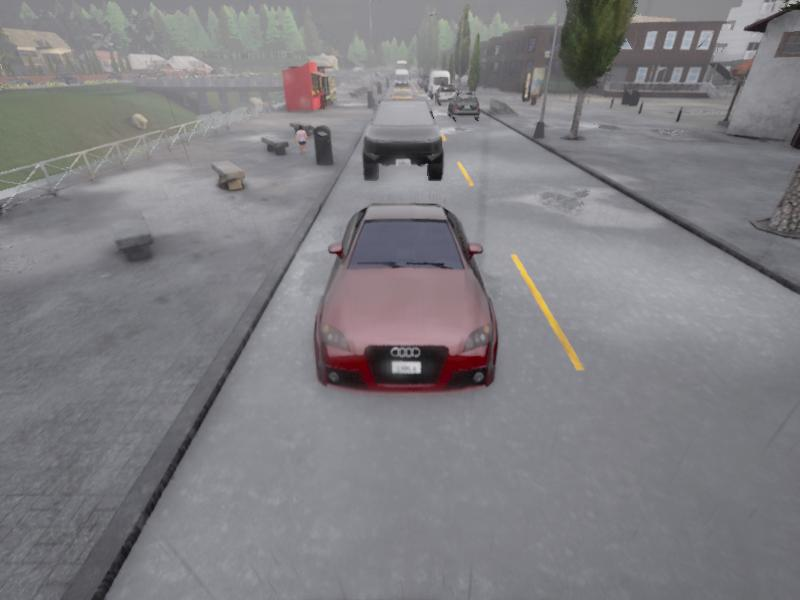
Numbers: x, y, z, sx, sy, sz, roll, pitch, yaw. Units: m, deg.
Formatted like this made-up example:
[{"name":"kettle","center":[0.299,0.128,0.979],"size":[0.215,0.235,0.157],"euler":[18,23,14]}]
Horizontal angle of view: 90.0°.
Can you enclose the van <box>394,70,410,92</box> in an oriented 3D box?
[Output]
[{"name":"van","center":[0.274,-30.815,56.110],"size":[1.988,2.561,5.915],"euler":[0,30,0]}]

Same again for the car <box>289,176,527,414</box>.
[{"name":"car","center":[0.072,-0.503,5.505],"size":[1.994,1.385,4.181],"euler":[0,30,0]}]

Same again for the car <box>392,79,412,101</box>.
[{"name":"car","center":[0.213,-21.529,40.938],"size":[1.932,1.855,4.605],"euler":[0,30,0]}]

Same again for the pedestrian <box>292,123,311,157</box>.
[{"name":"pedestrian","center":[-3.628,-5.899,14.736],"size":[0.500,1.100,0.500],"euler":[-7,31,-12]}]

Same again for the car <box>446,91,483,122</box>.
[{"name":"car","center":[4.154,-12.745,26.246],"size":[1.789,1.549,3.705],"euler":[0,31,0]}]

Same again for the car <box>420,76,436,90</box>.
[{"name":"car","center":[4.301,-33.729,62.127],"size":[2.242,1.667,4.611],"euler":[0,30,0]}]

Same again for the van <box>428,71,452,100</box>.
[{"name":"van","center":[4.223,-23.413,43.503],"size":[1.988,2.561,5.915],"euler":[0,31,0]}]

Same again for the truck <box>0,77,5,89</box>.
[{"name":"truck","center":[-61.409,-31.553,56.129],"size":[2.891,3.827,8.468],"euler":[0,30,0]}]

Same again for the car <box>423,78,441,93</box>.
[{"name":"car","center":[4.266,-28.860,53.697],"size":[2.033,1.649,4.856],"euler":[0,30,0]}]

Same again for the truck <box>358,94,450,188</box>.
[{"name":"truck","center":[0.107,-5.681,13.632],"size":[2.390,2.098,6.274],"euler":[0,30,0]}]

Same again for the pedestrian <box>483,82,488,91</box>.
[{"name":"pedestrian","center":[11.425,-28.550,53.480],"size":[0.500,1.100,0.500],"euler":[1,30,1]}]

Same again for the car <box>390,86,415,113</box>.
[{"name":"car","center":[0.177,-15.938,31.674],"size":[1.801,1.575,5.366],"euler":[0,30,0]}]

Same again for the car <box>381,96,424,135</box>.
[{"name":"car","center":[0.142,-10.276,22.067],"size":[2.128,1.511,4.902],"euler":[0,30,0]}]

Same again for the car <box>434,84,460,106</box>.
[{"name":"car","center":[4.198,-18.564,36.137],"size":[1.851,1.617,3.988],"euler":[0,30,0]}]
